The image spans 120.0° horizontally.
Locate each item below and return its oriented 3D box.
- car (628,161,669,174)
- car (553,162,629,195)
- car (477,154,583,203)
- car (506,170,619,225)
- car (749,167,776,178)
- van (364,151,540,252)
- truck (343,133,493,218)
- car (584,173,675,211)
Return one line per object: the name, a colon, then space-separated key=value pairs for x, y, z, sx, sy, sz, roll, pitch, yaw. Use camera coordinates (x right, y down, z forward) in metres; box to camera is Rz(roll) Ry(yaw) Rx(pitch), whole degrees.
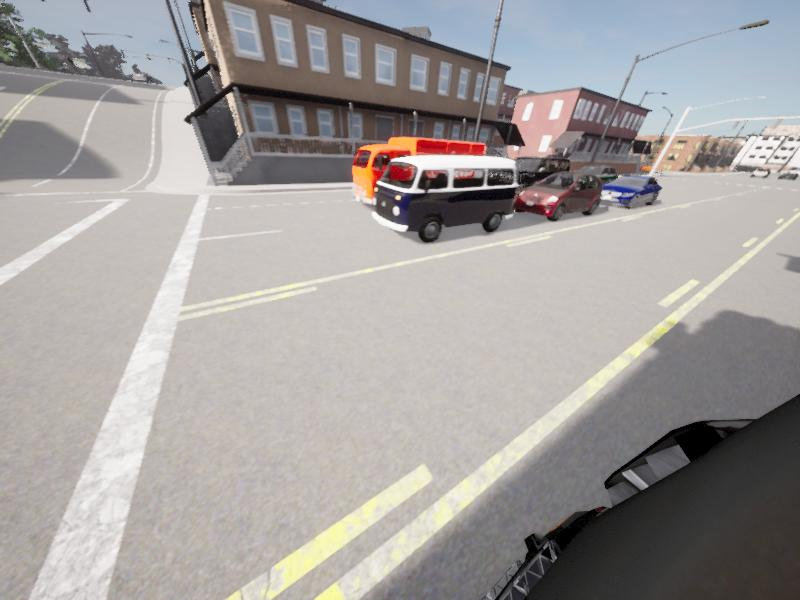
car: x=46.090 y=-24.615 z=42.924 sx=2.097 sy=1.767 sz=4.553 roll=-16 pitch=38 yaw=-26
car: x=13.641 y=-8.741 z=16.522 sx=4.553 sy=1.767 sz=2.097 roll=-16 pitch=38 yaw=-26
car: x=7.419 y=-7.041 z=13.248 sx=5.566 sy=2.045 sz=2.150 roll=-16 pitch=38 yaw=-26
car: x=6.764 y=-4.439 z=9.690 sx=3.988 sy=1.617 sz=1.851 roll=-16 pitch=38 yaw=-26
car: x=75.442 y=-26.549 z=48.090 sx=4.605 sy=1.855 sz=1.932 roll=-16 pitch=38 yaw=-26
van: x=1.477 y=-3.095 z=6.861 sx=4.480 sy=2.038 sz=2.069 roll=-16 pitch=38 yaw=-26
truck: x=0.695 y=-5.216 z=9.592 sx=5.204 sy=2.467 sz=2.627 roll=-15 pitch=38 yaw=-25
car: x=12.685 y=-6.067 z=12.753 sx=4.674 sy=1.442 sz=1.812 roll=-16 pitch=38 yaw=-26
